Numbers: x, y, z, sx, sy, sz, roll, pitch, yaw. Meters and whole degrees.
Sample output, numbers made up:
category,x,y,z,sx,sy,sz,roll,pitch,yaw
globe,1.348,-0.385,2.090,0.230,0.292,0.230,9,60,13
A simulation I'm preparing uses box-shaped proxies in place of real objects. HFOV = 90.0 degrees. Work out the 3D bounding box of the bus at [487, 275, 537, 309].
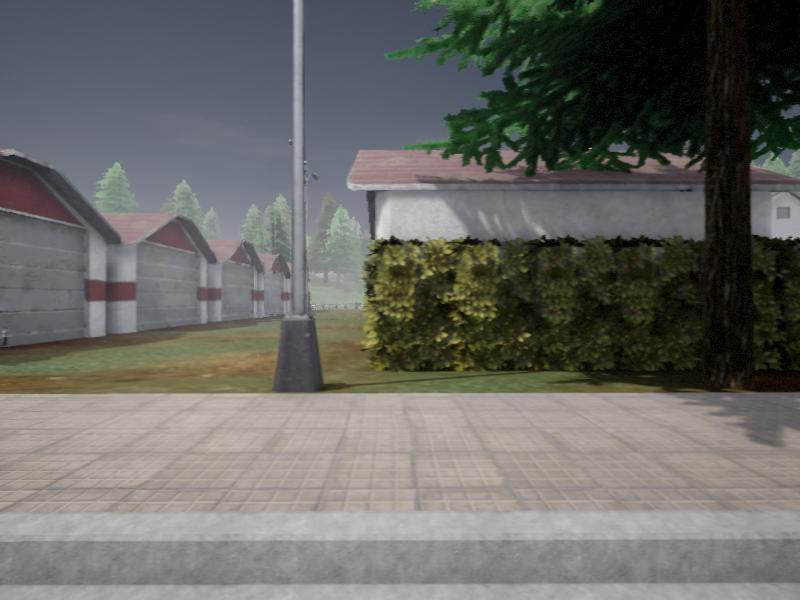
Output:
category,x,y,z,sx,sy,sz,roll,pitch,yaw
bus,14.849,-0.972,54.216,3.944,4.253,10.273,0,0,0

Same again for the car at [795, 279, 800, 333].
category,x,y,z,sx,sy,sz,roll,pitch,yaw
car,14.956,0.218,12.241,1.905,1.878,3.866,0,0,0
